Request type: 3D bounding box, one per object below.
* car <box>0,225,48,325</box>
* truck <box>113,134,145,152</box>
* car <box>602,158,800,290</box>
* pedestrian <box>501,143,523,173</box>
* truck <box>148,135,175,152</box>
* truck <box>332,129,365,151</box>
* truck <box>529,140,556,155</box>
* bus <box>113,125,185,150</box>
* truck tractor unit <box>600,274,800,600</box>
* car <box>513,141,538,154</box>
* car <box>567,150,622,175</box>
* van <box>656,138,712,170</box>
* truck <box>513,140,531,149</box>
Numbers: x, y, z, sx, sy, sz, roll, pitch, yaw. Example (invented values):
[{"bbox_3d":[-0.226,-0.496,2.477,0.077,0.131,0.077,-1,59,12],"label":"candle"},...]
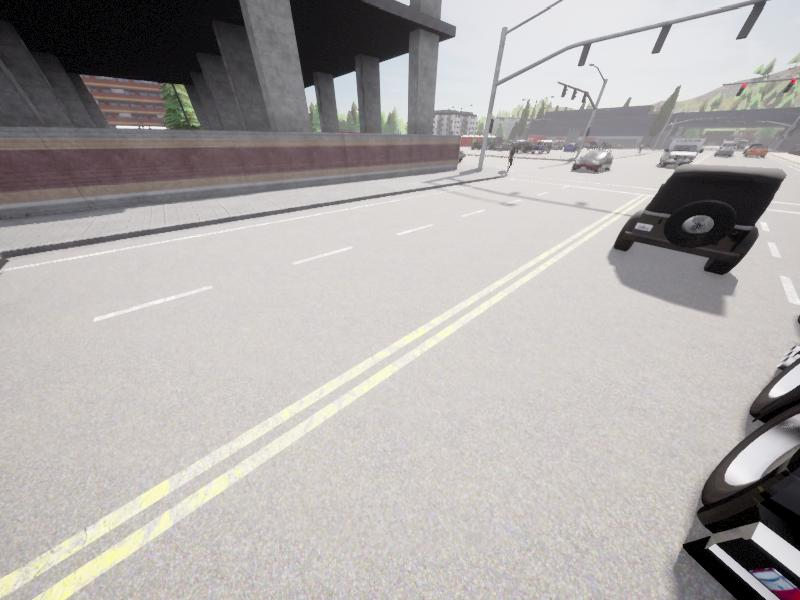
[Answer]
[{"bbox_3d":[-8.385,0.122,2.316,4.856,1.649,2.033,-26,43,-32],"label":"car"},{"bbox_3d":[-47.576,-27.636,40.707,2.615,2.467,5.204,-26,42,-32],"label":"truck"},{"bbox_3d":[6.877,-2.077,5.369,3.866,1.878,1.905,-26,43,-32],"label":"car"},{"bbox_3d":[8.356,-10.600,17.303,0.751,1.860,0.751,-10,36,-15],"label":"pedestrian"},{"bbox_3d":[-44.281,-29.214,42.996,2.615,2.467,5.204,-26,42,-32],"label":"truck"},{"bbox_3d":[-11.428,-35.506,51.296,2.891,3.827,8.468,-26,43,-32],"label":"truck"},{"bbox_3d":[25.018,-26.874,40.615,4.478,2.038,2.069,-26,42,-32],"label":"truck"},{"bbox_3d":[-57.594,-37.608,53.614,10.273,4.253,3.944,-26,42,-32],"label":"bus"},{"bbox_3d":[5.128,-0.283,0.757,6.516,4.208,3.053,-18,39,-23],"label":"truck tractor unit"},{"bbox_3d":[23.100,-28.047,42.443,4.605,1.855,1.932,-26,42,-32],"label":"car"},{"bbox_3d":[16.800,-11.964,19.920,4.792,1.488,2.163,-26,43,-32],"label":"car"},{"bbox_3d":[28.274,-14.832,23.326,2.351,2.431,6.366,27,42,33],"label":"van"},{"bbox_3d":[32.205,-41.025,60.944,4.478,2.038,2.069,-26,42,-32],"label":"truck"}]
